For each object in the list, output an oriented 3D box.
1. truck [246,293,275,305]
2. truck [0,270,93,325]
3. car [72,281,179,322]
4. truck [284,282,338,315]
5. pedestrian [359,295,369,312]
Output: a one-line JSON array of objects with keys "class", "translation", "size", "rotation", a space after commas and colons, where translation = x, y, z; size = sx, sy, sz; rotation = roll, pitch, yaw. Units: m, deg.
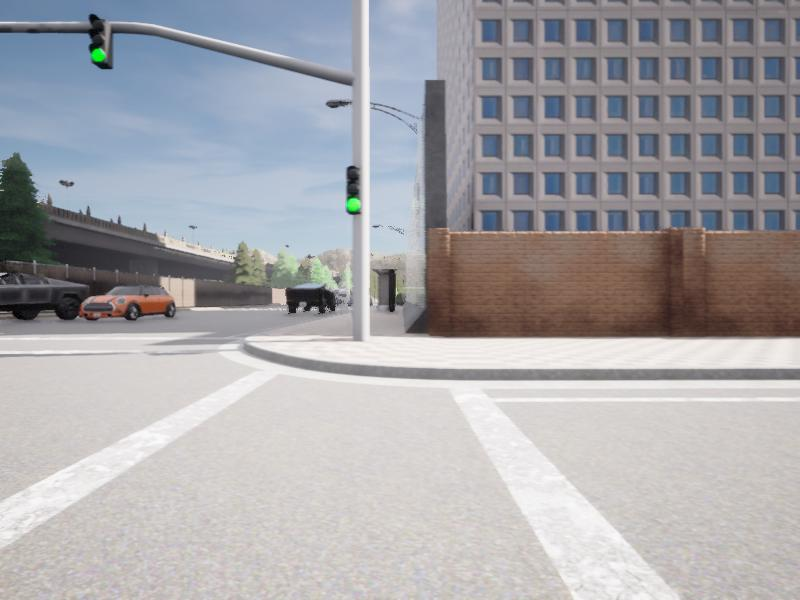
[{"class": "truck", "translation": [-28.843, -0.200, 82.939], "size": [5.204, 2.467, 2.627], "rotation": [0, 0, 0]}, {"class": "truck", "translation": [-16.591, -0.086, 16.891], "size": [2.390, 2.098, 6.274], "rotation": [0, 0, 0]}, {"class": "car", "translation": [-13.087, 0.060, 19.528], "size": [2.097, 1.767, 4.553], "rotation": [0, 0, 0]}, {"class": "truck", "translation": [-6.076, -0.104, 28.143], "size": [2.390, 2.098, 6.274], "rotation": [0, 0, 0]}, {"class": "pedestrian", "translation": [-2.239, 0.213, 24.858], "size": [0.500, 1.100, 0.500], "rotation": [0, 0, -22]}]
